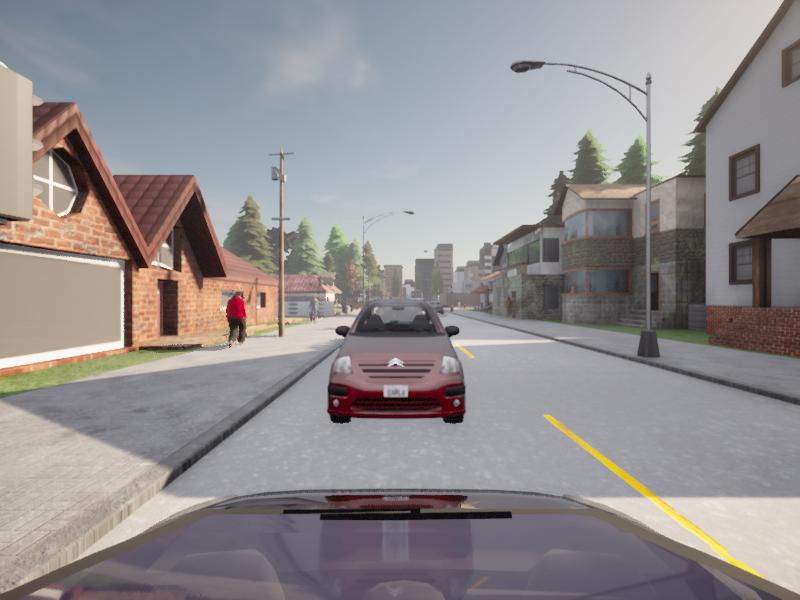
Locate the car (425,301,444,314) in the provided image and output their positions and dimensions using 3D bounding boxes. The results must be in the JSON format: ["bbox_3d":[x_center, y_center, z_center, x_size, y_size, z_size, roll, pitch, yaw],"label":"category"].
[{"bbox_3d":[3.982,0.854,46.959,1.970,1.475,3.806,0,0,0],"label":"car"}]

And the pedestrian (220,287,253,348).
[{"bbox_3d":[-5.152,0.533,12.655,0.751,1.860,0.751,0,0,0],"label":"pedestrian"}]

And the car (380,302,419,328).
[{"bbox_3d":[-0.029,0.851,24.960,2.163,1.488,4.792,0,0,0],"label":"car"}]

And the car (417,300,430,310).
[{"bbox_3d":[3.991,0.772,67.995,1.930,1.638,5.238,0,0,0],"label":"car"}]

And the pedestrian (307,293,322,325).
[{"bbox_3d":[-5.156,0.533,24.187,0.751,1.860,0.751,0,0,0],"label":"pedestrian"}]

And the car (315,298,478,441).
[{"bbox_3d":[-0.037,0.788,6.526,1.851,1.617,3.988,0,0,0],"label":"car"}]

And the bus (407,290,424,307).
[{"bbox_3d":[3.884,-0.318,102.544,3.944,4.253,10.273,0,0,0],"label":"bus"}]

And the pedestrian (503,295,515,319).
[{"bbox_3d":[8.484,0.534,31.200,0.751,1.860,0.751,0,0,3],"label":"pedestrian"}]

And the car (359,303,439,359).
[{"bbox_3d":[-0.033,0.851,13.259,2.163,1.488,4.792,0,0,0],"label":"car"}]
